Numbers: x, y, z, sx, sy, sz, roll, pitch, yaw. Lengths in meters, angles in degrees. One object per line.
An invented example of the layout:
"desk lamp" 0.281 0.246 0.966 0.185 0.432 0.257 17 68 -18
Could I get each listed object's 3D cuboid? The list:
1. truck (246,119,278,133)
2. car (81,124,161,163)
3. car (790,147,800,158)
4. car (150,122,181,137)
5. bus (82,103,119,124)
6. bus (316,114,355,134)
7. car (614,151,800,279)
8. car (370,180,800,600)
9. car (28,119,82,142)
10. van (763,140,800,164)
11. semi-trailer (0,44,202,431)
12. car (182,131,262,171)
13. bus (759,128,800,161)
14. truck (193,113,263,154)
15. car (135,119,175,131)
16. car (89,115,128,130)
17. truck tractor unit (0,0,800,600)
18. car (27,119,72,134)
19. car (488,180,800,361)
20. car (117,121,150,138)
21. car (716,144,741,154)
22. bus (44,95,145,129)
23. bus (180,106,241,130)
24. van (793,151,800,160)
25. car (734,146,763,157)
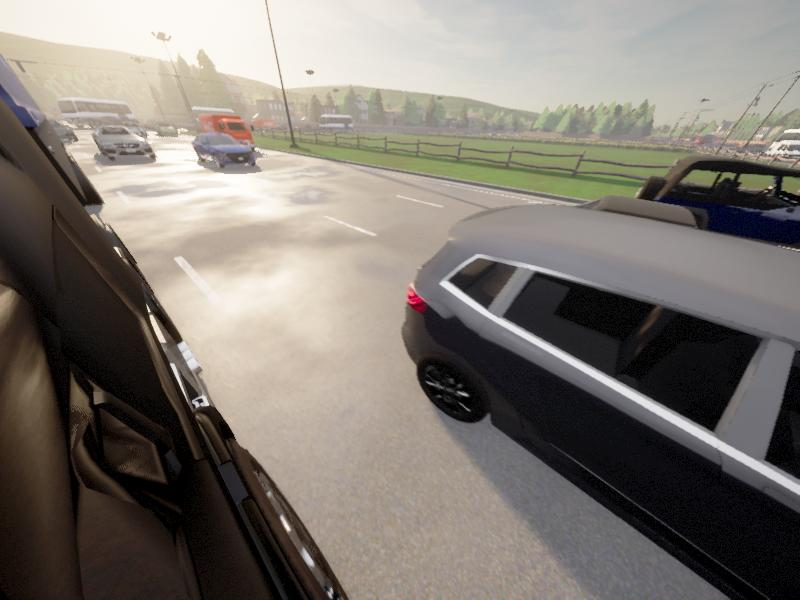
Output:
"truck" -32.227 -40.848 54.147 2.627 2.467 5.204 28 44 30
"car" -17.440 -9.870 14.417 5.027 1.651 2.152 28 44 30
"car" 83.346 -30.144 47.284 1.930 1.638 5.238 28 44 29
"car" -32.522 -23.638 31.977 4.514 1.525 2.007 31 45 32
"bus" -82.328 -51.155 63.500 10.273 4.253 3.944 28 44 30
"bus" -18.453 -50.999 66.985 3.944 4.253 10.273 28 45 30
"car" 7.799 -2.036 5.213 3.866 1.878 1.905 28 44 30
"car" 2.206 0.568 1.600 4.611 1.667 2.242 30 45 32
"car" -31.595 -15.506 21.171 3.705 1.549 1.789 21 41 24
"van" 56.489 -21.585 33.528 1.988 2.561 5.915 28 44 29
"semi-trailer" -8.698 -3.600 4.235 14.254 4.402 2.717 28 44 30
"car" -10.465 -8.854 13.537 5.008 1.535 1.882 28 44 30
"bus" 66.395 -25.762 38.273 3.944 4.253 10.273 28 44 29
"truck" -14.565 -14.178 19.620 5.204 2.467 2.627 28 44 30
"car" -44.404 -31.763 42.001 2.242 1.667 4.611 2 37 0
"car" -51.125 -31.182 40.649 1.905 1.878 3.866 -2 37 -5
"truck tractor unit" -2.645 -0.295 0.352 6.516 4.208 3.053 28 44 30
"car" -43.742 -21.765 28.960 1.994 1.385 4.181 -25 45 -31
"car" 4.318 -0.884 3.971 4.718 1.301 1.895 28 44 30
"car" -33.305 -21.286 28.837 3.806 1.475 1.970 30 45 32
"car" 77.081 -35.622 54.311 2.242 1.667 4.611 28 44 29
"bus" -55.000 -34.181 42.450 3.944 4.253 10.273 2 37 4
"bus" -46.359 -44.775 57.081 3.944 4.253 10.273 27 43 29
"van" 70.624 -24.834 38.801 2.351 2.431 6.366 28 44 29
"car" 67.612 -28.923 44.950 1.994 1.385 4.181 28 44 29
